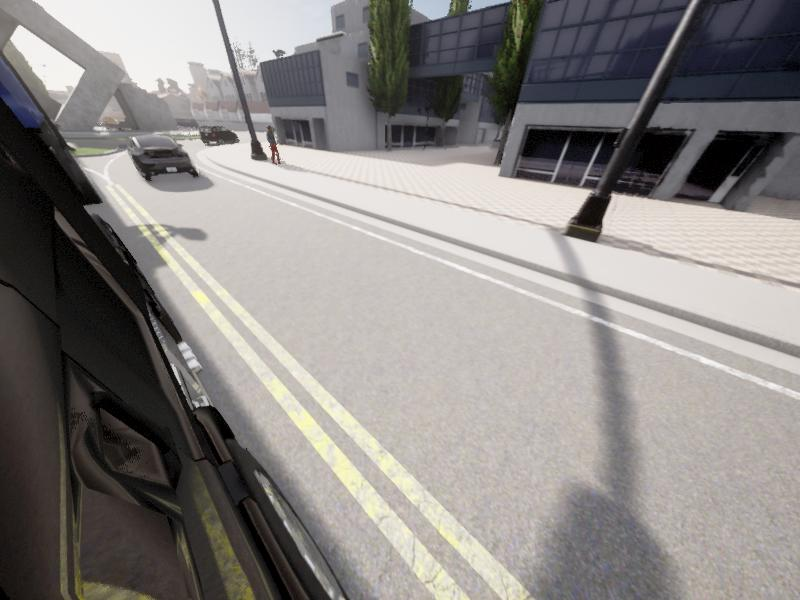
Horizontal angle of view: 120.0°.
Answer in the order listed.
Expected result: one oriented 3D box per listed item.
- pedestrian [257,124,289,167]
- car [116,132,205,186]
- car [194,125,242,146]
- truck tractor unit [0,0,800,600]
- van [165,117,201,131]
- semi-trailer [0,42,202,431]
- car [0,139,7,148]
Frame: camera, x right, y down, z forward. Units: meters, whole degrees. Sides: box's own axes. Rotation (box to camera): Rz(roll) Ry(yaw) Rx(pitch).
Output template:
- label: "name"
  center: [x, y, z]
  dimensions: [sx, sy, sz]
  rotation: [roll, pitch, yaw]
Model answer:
- label: "pedestrian"
  center: [-6.846, -8.387, 12.556]
  dimensions: [0.751, 1.860, 0.751]
  rotation: [15, 38, 15]
- label: "car"
  center: [-10.800, -6.475, 10.349]
  dimensions: [4.892, 1.490, 1.837]
  rotation: [32, 46, 33]
- label: "car"
  center: [-18.752, -17.166, 24.036]
  dimensions: [1.789, 1.549, 3.705]
  rotation: [5, 37, 3]
- label: "truck tractor unit"
  center: [-2.645, -0.295, 0.351]
  dimensions: [6.516, 4.208, 3.053]
  rotation: [28, 44, 30]
- label: "van"
  center: [-42.030, -34.199, 44.896]
  dimensions: [4.442, 1.987, 1.775]
  rotation: [-2, 37, -7]
- label: "semi-trailer"
  center: [-8.705, -3.603, 4.218]
  dimensions: [14.254, 4.402, 2.717]
  rotation: [28, 44, 30]
- label: "car"
  center: [-29.052, -10.014, 13.785]
  dimensions: [5.238, 1.638, 1.930]
  rotation: [-17, 41, -24]
